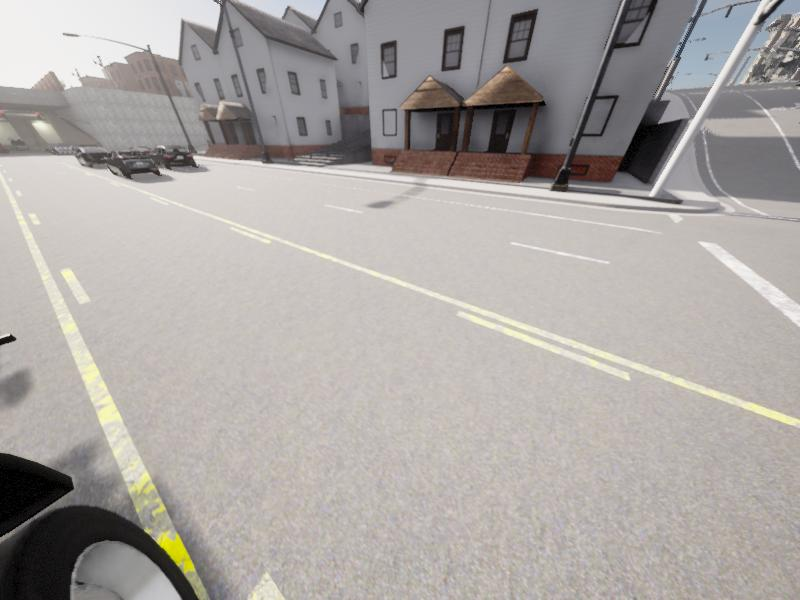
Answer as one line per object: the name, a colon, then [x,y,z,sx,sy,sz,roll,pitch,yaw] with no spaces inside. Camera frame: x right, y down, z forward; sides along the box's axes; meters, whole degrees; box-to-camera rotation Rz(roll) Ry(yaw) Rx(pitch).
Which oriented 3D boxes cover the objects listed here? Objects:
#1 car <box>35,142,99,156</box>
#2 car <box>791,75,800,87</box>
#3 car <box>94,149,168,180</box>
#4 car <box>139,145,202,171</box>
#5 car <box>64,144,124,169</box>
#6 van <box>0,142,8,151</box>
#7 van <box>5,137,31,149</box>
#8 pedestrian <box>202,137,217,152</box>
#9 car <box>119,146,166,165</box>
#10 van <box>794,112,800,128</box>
car: [-46.926,-21.382,32.678,4.974,1.542,2.038,-2,34,-4]
car: [36.762,-19.359,19.799,1.970,1.475,3.806,22,49,27]
car: [-18.362,-9.333,15.762,4.514,1.525,2.007,22,40,27]
car: [-19.861,-12.409,20.017,4.611,1.667,2.242,22,40,27]
car: [-27.778,-13.105,20.952,5.238,1.638,1.930,21,40,26]
van: [-72.644,-27.803,41.177,4.442,1.987,1.775,21,40,26]
van: [-80.985,-33.354,48.981,4.480,2.038,2.069,23,41,29]
pedestrian: [-27.531,-22.478,33.373,0.751,1.860,0.751,10,36,13]
car: [-26.778,-15.133,24.035,4.674,1.442,1.812,21,40,26]
van: [25.743,-10.810,13.274,1.775,1.987,4.442,21,60,26]
